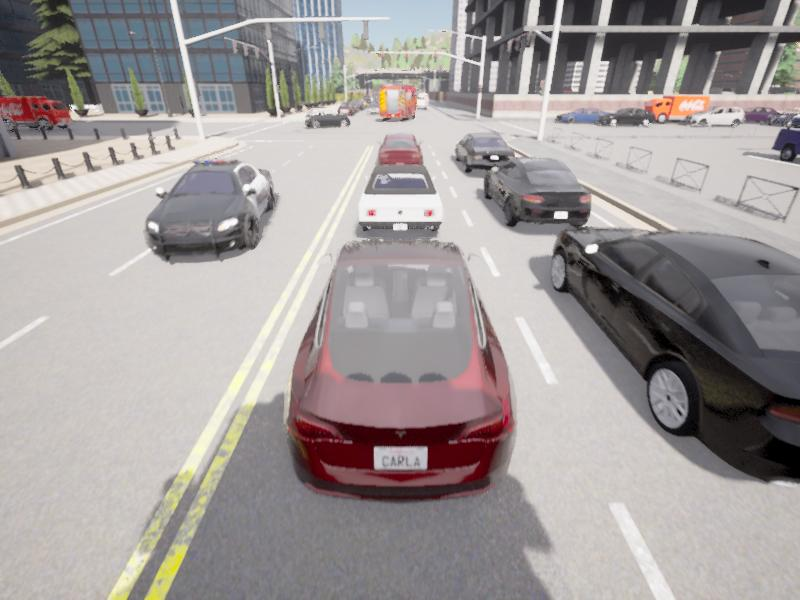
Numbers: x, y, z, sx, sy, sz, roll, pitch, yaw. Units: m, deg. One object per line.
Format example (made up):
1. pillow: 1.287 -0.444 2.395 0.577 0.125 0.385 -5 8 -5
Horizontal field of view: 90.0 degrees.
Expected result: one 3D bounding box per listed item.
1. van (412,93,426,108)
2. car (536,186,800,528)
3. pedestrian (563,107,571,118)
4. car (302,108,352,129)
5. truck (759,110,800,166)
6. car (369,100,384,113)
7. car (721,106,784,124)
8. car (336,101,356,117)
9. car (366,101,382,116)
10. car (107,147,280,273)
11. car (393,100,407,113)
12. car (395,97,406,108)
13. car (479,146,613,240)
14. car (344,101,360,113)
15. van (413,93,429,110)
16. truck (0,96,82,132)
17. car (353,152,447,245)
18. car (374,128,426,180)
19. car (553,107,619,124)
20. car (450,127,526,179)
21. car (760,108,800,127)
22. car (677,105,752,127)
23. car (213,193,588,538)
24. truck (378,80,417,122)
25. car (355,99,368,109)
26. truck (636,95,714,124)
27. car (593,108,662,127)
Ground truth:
1. van: 3.540 -38.404 76.931 2.351 2.431 6.366 0 28 0
2. car: 3.506 -0.094 4.930 1.882 1.535 5.008 0 28 0
3. pedestrian: 18.487 -20.776 44.300 0.500 1.100 0.500 0 28 1
4. car: -6.374 -15.886 35.010 3.806 1.475 1.970 -15 31 -26
5. truck: 17.653 -6.412 16.057 2.069 2.038 4.478 0 28 0
6. car: -3.470 -29.297 60.435 2.033 1.649 4.856 0 28 0
7. car: 34.433 -18.093 39.158 4.193 1.474 1.816 0 28 0
8. car: -6.974 -24.935 52.152 2.033 1.649 4.856 0 28 0
9. car: -3.475 -25.739 53.701 1.851 1.617 3.988 0 28 0
10. car: -4.243 -2.409 9.345 2.038 1.542 4.974 -4 28 -7
11. car: 0.030 -28.994 59.989 2.038 1.542 4.974 0 28 0
12. car: 0.037 -37.155 75.157 1.932 1.855 4.605 0 28 0
13. car: 3.503 -3.063 10.686 1.812 1.442 4.674 0 28 0
14. car: -6.972 -28.277 58.617 1.845 1.501 3.633 0 28 0
15. van: 3.536 -33.979 68.502 2.351 2.431 6.366 0 28 0
16. truck: -29.681 -15.054 32.320 5.204 2.467 2.627 0 28 1
17. car: 0.008 -2.862 10.463 1.895 1.301 4.718 0 28 0
18. car: 0.005 -6.167 16.599 1.812 1.442 4.674 0 28 0
19. car: 18.105 -18.034 39.137 5.357 1.411 2.033 0 28 0
20. car: 3.512 -6.417 17.128 2.033 1.411 5.357 0 28 0
21. car: 35.482 -16.470 36.063 3.806 1.475 1.970 0 28 0
22. car: 28.198 -16.545 35.998 4.611 1.667 2.242 0 28 0
23. car: 0.004 0.018 4.779 2.163 1.488 4.792 0 28 0
24. truck: -0.075 -22.317 44.780 2.891 3.827 8.468 4 28 8
25. car: -6.965 -35.470 72.307 1.801 1.575 5.366 0 28 0
26. truck: 26.550 -18.523 38.907 5.204 2.467 2.627 0 28 0
27. car: 20.363 -16.455 36.018 4.892 1.490 1.837 0 28 0
